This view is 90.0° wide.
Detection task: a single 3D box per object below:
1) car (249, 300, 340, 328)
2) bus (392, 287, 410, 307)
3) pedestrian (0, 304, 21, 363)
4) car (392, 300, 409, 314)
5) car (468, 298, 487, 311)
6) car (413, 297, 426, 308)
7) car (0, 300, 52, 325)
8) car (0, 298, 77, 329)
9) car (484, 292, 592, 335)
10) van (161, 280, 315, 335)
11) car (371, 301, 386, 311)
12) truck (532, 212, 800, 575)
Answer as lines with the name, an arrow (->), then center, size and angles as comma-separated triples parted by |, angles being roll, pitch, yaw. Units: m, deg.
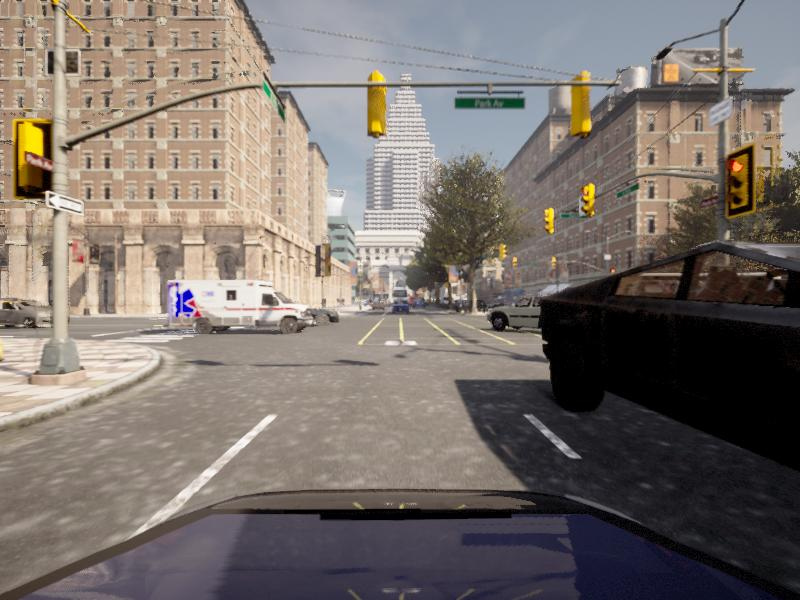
car -> -6.168, 0.790, 23.760 | 4.974, 1.542, 2.038 | 0, 0, -12
bus -> 0.235, -0.671, 90.217 | 3.944, 4.253, 10.273 | 0, 0, 0
pedestrian -> -9.222, 0.751, 8.956 | 0.751, 1.300, 0.751 | 0, 0, 1
car -> 0.091, 0.756, 45.147 | 1.882, 1.535, 5.008 | 0, 0, 0
car -> 11.576, 0.567, 60.030 | 1.932, 1.855, 4.605 | 0, 1, 0
car -> 3.593, 0.464, 73.359 | 2.150, 2.045, 5.566 | 0, 0, 0
car -> -25.974, 0.762, 25.873 | 5.366, 1.575, 1.801 | 0, 0, 0
car -> -21.278, 0.721, 22.391 | 4.611, 1.667, 2.242 | 0, 0, 0
car -> 6.567, 0.619, 19.439 | 1.932, 1.855, 4.605 | 0, -1, -40
van -> -7.435, 0.349, 18.946 | 6.366, 2.431, 2.351 | 0, 0, 0
car -> -3.173, 0.851, 59.403 | 1.895, 1.301, 4.718 | 0, 0, 0
truck -> 3.505, 0.555, 3.879 | 2.390, 2.098, 6.274 | 0, -1, 0
